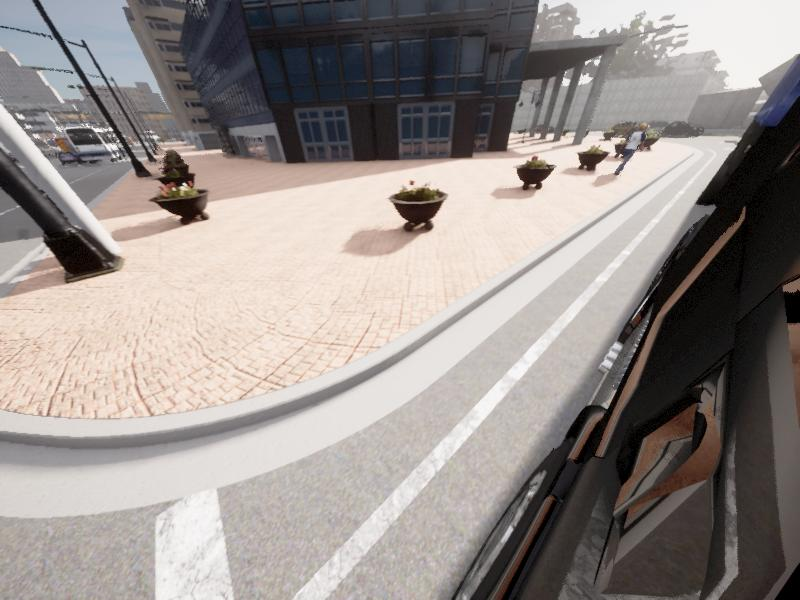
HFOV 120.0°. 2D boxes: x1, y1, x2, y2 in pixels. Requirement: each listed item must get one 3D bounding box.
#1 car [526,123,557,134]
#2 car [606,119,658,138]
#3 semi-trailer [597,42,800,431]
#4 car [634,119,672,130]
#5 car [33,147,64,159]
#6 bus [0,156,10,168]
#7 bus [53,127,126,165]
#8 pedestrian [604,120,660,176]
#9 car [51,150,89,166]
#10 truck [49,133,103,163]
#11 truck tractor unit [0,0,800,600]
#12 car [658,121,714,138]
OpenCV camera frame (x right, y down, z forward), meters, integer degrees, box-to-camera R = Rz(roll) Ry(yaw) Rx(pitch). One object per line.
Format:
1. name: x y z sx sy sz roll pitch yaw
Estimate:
1. car: 29.981 -36.466 49.134 2.152 1.651 5.027 -23 41 -25
2. car: 30.268 -22.564 30.425 1.932 1.855 4.605 -2 36 0
3. semi-trailer: 8.704 -3.590 4.238 14.254 4.402 2.717 -28 44 -30
4. car: 54.240 -37.655 49.647 5.027 1.651 2.152 3 37 7
5. car: -71.612 -30.020 47.210 2.242 1.667 4.611 -28 45 -30
6. bus: -59.675 -19.680 30.853 3.944 4.253 10.273 -28 44 -30
7. bus: -46.801 -23.701 35.455 3.944 4.253 10.273 -28 43 -30
8. pedestrian: 9.593 -6.298 9.630 0.751 1.860 0.751 -22 41 -24
9. car: -49.732 -21.536 34.934 2.033 1.649 4.856 -28 43 -30
10. truck: -56.133 -26.724 40.402 2.891 3.827 8.468 -28 44 -30
11. truck tractor unit: 2.645 -0.295 0.351 6.516 4.208 3.053 -28 44 -30
12. car: 34.194 -20.531 27.797 1.845 1.501 3.633 -8 37 -7
